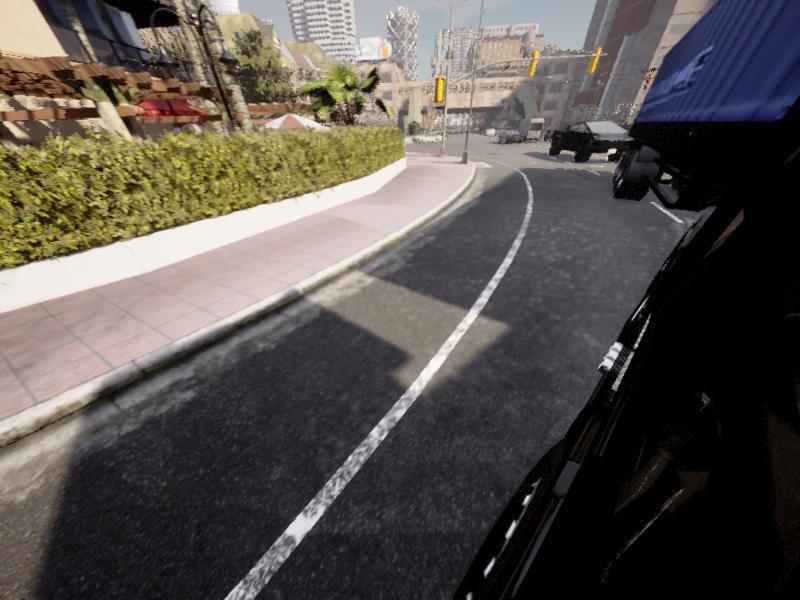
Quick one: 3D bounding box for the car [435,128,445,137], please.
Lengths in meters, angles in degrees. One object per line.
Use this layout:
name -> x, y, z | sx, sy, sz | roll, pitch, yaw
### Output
car -> 9.926, -42.015, 57.791 | 2.185, 1.767, 4.553 | 1, 37, 4

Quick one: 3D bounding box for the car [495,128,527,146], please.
car -> 13.935, -20.740, 29.284 | 1.930, 1.638, 5.238 | 1, 37, 4

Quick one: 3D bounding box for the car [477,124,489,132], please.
car -> 28.692, -59.403, 79.914 | 2.435, 2.045, 5.566 | 1, 37, 4

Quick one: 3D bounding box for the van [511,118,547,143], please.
van -> 17.716, -23.592, 32.164 | 1.988, 2.561, 5.915 | 1, 37, 4

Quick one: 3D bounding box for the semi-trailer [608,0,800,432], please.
semi-trailer -> 7.545, -4.187, 5.125 | 2.717, 4.402, 14.254 | 22, 43, 27

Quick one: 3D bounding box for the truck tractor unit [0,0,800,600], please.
truck tractor unit -> 2.645, -0.295, 0.351 | 6.516, 4.208, 3.053 | -28, 44, -30

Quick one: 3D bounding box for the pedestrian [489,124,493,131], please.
pedestrian -> 31.472, -59.581, 79.873 | 0.751, 1.860, 0.751 | 1, 37, 4

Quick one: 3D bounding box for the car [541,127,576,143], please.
car -> 21.102, -22.219, 31.011 | 2.007, 1.525, 4.514 | 1, 37, 4

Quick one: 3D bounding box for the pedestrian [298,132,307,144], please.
pedestrian -> -17.678, -29.382, 41.886 | 0.751, 1.860, 0.751 | 4, 37, 8

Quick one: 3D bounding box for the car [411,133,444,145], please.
car -> 4.253, -24.839, 35.519 | 4.718, 1.301, 1.895 | -19, 40, -21

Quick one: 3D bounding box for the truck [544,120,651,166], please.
truck -> 12.516, -10.683, 15.528 | 2.390, 2.098, 6.274 | 3, 37, 6

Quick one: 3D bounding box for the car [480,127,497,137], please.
car -> 19.389, -37.163, 50.946 | 2.242, 1.667, 4.611 | 1, 37, 4

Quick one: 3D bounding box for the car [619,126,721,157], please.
car -> 19.688, -11.989, 17.325 | 2.152, 1.651, 5.027 | 3, 37, 6

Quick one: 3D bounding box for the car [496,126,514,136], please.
car -> 22.858, -36.822, 50.358 | 2.033, 1.649, 4.856 | 1, 37, 5
